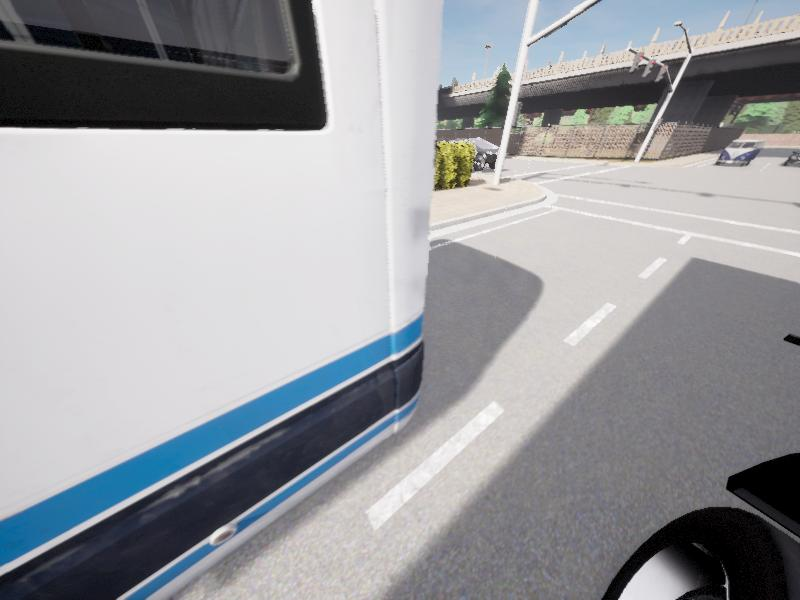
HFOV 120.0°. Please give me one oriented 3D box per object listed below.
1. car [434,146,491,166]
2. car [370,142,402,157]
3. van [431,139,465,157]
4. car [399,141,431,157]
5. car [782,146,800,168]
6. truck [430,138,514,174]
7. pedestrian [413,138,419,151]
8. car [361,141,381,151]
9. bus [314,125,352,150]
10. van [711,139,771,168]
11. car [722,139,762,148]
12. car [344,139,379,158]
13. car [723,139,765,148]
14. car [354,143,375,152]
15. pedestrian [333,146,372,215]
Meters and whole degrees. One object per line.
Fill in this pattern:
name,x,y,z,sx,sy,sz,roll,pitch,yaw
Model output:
car,6.095,-14.616,23.291,2.033,1.411,5.357,-22,41,-28
car,-1.991,-21.313,32.611,2.242,1.667,4.611,-22,41,-28
van,6.626,-21.430,32.435,1.775,1.987,4.442,-22,40,-28
car,2.007,-21.607,32.892,2.097,1.767,4.553,-22,41,-28
car,35.599,-12.516,20.145,4.674,1.442,1.812,-23,41,-28
truck,5.467,-11.918,18.853,2.390,2.098,6.274,-22,41,-28
pedestrian,2.976,-28.549,42.367,0.751,1.860,0.751,-24,42,-30
car,-6.000,-31.520,47.246,2.007,1.525,4.514,-22,41,-28
bus,-15.137,-36.448,51.937,3.944,4.253,10.273,-22,41,-28
van,30.083,-13.007,20.407,4.442,1.987,1.775,-21,40,-26
car,78.945,-36.360,53.467,2.033,1.649,4.856,-22,41,-28
car,-5.256,-20.618,31.321,2.150,2.045,5.566,-22,41,-28
car,76.438,-34.905,51.423,2.033,1.649,4.856,-22,41,-28
car,-6.648,-28.486,43.083,1.994,1.385,4.181,-22,41,-28
pedestrian,-1.496,-3.874,7.495,0.751,1.860,0.751,-24,42,-30
